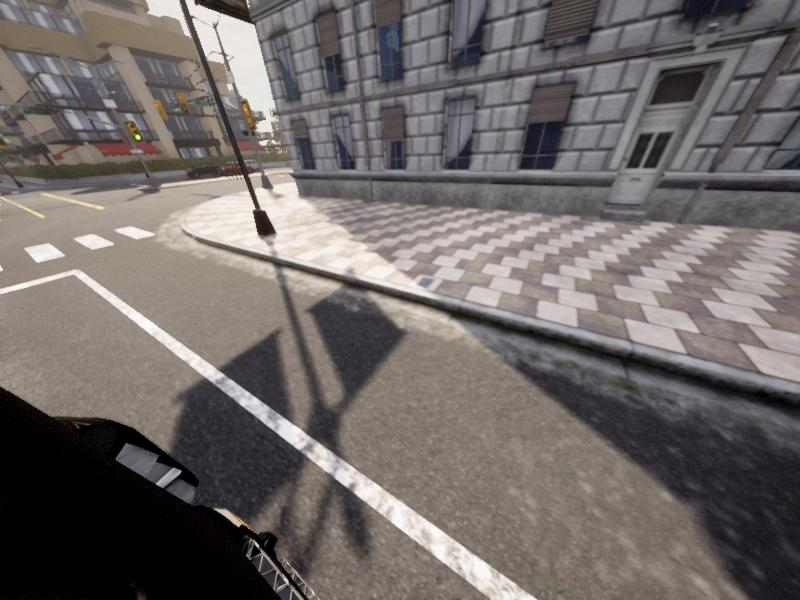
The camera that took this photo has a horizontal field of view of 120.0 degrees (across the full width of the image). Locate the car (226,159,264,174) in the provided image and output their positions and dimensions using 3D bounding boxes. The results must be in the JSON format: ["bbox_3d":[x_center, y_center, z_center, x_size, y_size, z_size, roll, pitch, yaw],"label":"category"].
[{"bbox_3d":[-21.745,-18.835,32.587,1.970,1.475,3.806,16,38,26],"label":"car"}]

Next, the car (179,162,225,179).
[{"bbox_3d":[-24.481,-16.168,28.725,1.789,1.549,3.705,16,38,26],"label":"car"}]

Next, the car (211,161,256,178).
[{"bbox_3d":[-20.486,-16.228,28.574,1.970,1.475,3.806,16,38,26],"label":"car"}]

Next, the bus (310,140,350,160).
[{"bbox_3d":[-19.515,-42.006,64.700,10.273,4.253,3.944,16,38,26],"label":"bus"}]
